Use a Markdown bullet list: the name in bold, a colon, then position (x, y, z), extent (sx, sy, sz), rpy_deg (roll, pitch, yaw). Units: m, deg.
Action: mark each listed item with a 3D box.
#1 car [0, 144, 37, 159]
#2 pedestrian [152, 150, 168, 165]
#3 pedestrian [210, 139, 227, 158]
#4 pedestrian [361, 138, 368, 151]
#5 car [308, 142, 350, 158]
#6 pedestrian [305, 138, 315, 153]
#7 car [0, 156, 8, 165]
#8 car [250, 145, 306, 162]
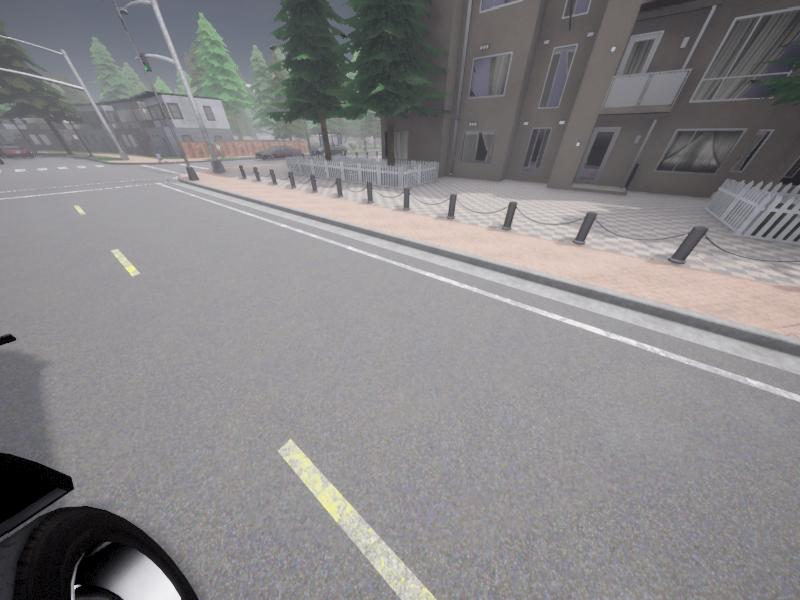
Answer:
- **car**: position (-46.289, -17.669, 27.428), extent (4.181, 1.385, 1.994), rpy_deg (13, 37, 18)
- **pedestrian**: position (-22.874, -13.563, 21.986), extent (0.500, 1.100, 0.500), rpy_deg (14, 37, 19)
- **pedestrian**: position (-21.431, -17.943, 27.290), extent (0.751, 1.860, 0.751), rpy_deg (18, 39, 24)
- **pedestrian**: position (-6.624, -29.150, 43.304), extent (0.751, 1.860, 0.751), rpy_deg (22, 41, 28)
- **car**: position (-9.701, -20.783, 31.916), extent (2.152, 1.651, 5.027), rpy_deg (24, 42, 30)
- **pedestrian**: position (-13.827, -23.754, 35.592), extent (0.751, 1.860, 0.751), rpy_deg (24, 41, 29)
- **car**: position (-38.831, -13.287, 21.258), extent (4.181, 1.385, 1.994), rpy_deg (19, 39, 24)
- **car**: position (-14.183, -17.408, 27.293), extent (2.033, 1.411, 5.357), rpy_deg (25, 42, 30)
